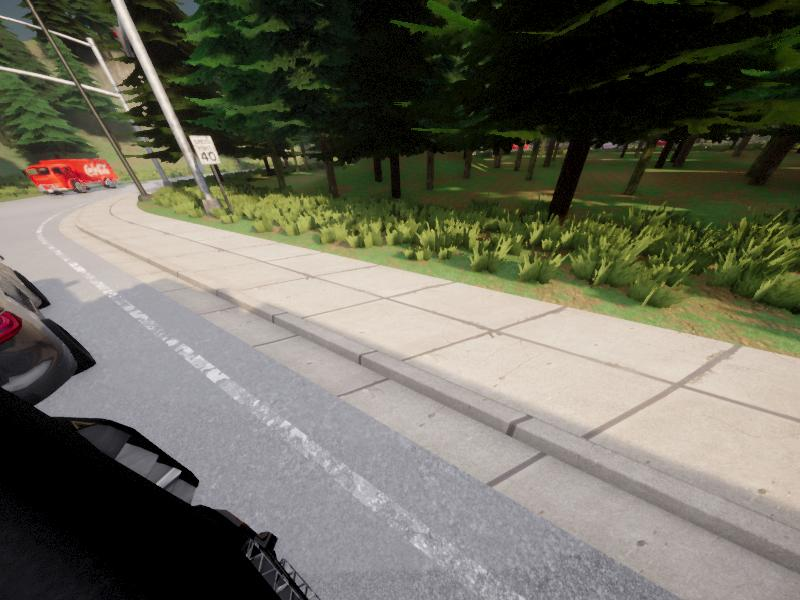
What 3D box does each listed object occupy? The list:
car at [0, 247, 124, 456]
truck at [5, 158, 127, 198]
[{"bbox_3d":[-5.790,0.288,2.440,4.611,1.667,2.242,16,38,26],"label":"car"},{"bbox_3d":[-27.760,-10.553,19.734,2.627,2.467,5.204,-8,33,-7],"label":"truck"}]
